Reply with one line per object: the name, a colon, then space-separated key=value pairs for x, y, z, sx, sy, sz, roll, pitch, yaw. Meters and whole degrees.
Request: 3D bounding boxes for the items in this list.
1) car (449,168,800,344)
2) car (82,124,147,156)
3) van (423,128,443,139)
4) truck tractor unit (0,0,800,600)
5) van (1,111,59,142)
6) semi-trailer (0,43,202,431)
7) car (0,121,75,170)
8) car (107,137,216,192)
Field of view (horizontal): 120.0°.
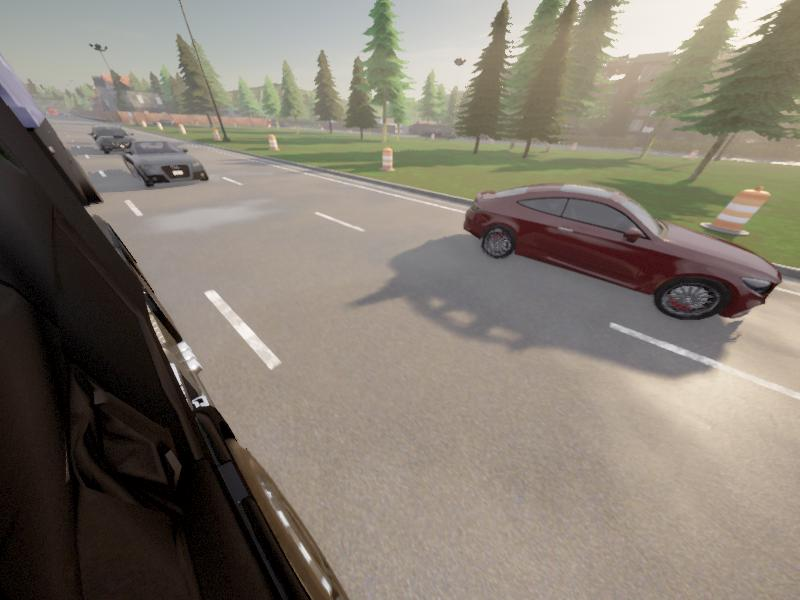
car: x=3.564 y=-1.331 z=4.426 sx=4.674 sy=1.442 sz=1.812 roll=28 pitch=44 yaw=30
car: x=-19.512 y=-10.962 z=15.764 sx=4.892 sy=1.490 sz=1.837 roll=28 pitch=44 yaw=30
van: x=8.252 y=-41.886 z=58.190 sx=4.442 sy=1.987 sz=1.775 roll=28 pitch=44 yaw=30
truck tractor unit: x=-2.645 y=-0.295 z=0.351 sx=6.516 sy=4.208 sz=3.053 roll=28 pitch=44 yaw=30
van: x=-31.901 y=-15.064 z=20.042 sx=4.442 sy=1.987 sz=1.775 roll=28 pitch=44 yaw=30
semi-trailer: x=-8.693 y=-3.612 z=4.229 sx=14.254 sy=4.402 sz=2.717 roll=28 pitch=44 yaw=30
car: x=-18.941 y=-7.957 z=11.697 sx=5.027 sy=1.651 sz=2.152 roll=28 pitch=44 yaw=30
car: x=-9.733 y=-5.661 z=9.424 sx=4.181 sy=1.385 sz=1.994 roll=28 pitch=44 yaw=30
